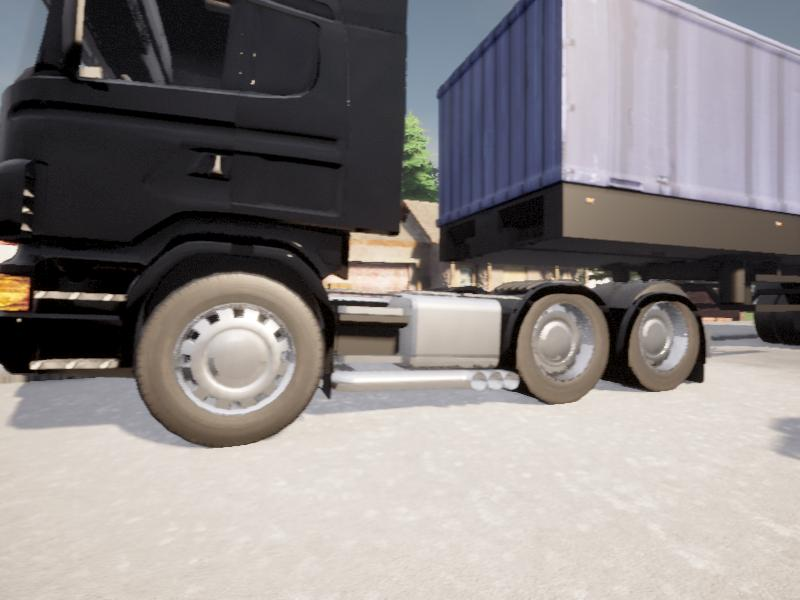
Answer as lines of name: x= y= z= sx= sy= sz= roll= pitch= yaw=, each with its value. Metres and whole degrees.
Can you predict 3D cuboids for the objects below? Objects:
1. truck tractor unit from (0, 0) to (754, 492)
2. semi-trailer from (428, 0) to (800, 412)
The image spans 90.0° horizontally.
truck tractor unit: x=0.201 y=-1.124 z=4.515 sx=6.516 sy=4.208 sz=3.053 roll=0 pitch=0 yaw=-21
semi-trailer: x=7.563 y=-1.234 z=7.408 sx=14.254 sy=4.402 sz=2.717 roll=0 pitch=0 yaw=-21
